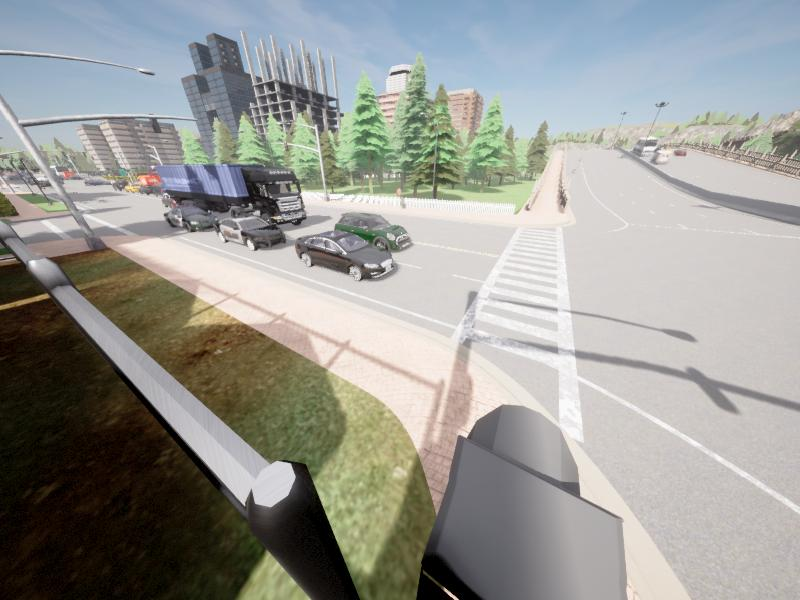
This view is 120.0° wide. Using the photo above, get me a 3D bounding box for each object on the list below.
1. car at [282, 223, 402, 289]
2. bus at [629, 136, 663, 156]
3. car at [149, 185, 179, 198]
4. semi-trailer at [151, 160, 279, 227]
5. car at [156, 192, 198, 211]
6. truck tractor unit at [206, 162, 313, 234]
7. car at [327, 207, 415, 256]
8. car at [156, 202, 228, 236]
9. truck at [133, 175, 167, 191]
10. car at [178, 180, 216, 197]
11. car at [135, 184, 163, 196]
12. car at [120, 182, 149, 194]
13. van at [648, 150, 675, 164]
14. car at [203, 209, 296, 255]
[{"bbox_3d":[-2.551,-2.155,10.227,4.902,1.511,2.128,17,34,27],"label":"car"},{"bbox_3d":[73.126,-46.080,69.047,3.944,4.253,10.273,16,41,26],"label":"bus"},{"bbox_3d":[-35.779,-16.477,34.990,3.705,1.549,1.789,17,34,27],"label":"car"},{"bbox_3d":[-17.029,-9.958,20.834,14.254,4.402,2.717,18,34,27],"label":"semi-trailer"},{"bbox_3d":[-24.624,-10.964,25.541,3.806,1.475,1.970,17,34,28],"label":"car"},{"bbox_3d":[-10.323,-7.770,17.250,6.516,4.208,3.053,17,34,27],"label":"truck tractor unit"},{"bbox_3d":[-1.649,-4.057,13.237,4.553,1.767,2.097,17,34,27],"label":"car"},{"bbox_3d":[-15.322,-6.085,17.015,4.974,1.542,2.038,17,34,27],"label":"car"},{"bbox_3d":[-49.132,-23.022,45.411,5.204,2.467,2.627,17,34,27],"label":"truck"},{"bbox_3d":[-31.949,-17.567,36.387,5.566,2.045,2.150,17,34,27],"label":"car"},{"bbox_3d":[-41.167,-18.094,37.870,4.193,1.474,1.816,17,34,27],"label":"car"},{"bbox_3d":[-47.118,-19.966,41.007,5.366,1.575,1.801,17,34,27],"label":"car"},{"bbox_3d":[63.725,-34.968,56.436,2.351,2.431,6.366,16,41,26],"label":"van"},{"bbox_3d":[-8.835,-4.141,13.537,5.238,1.638,1.930,17,34,27],"label":"car"}]
